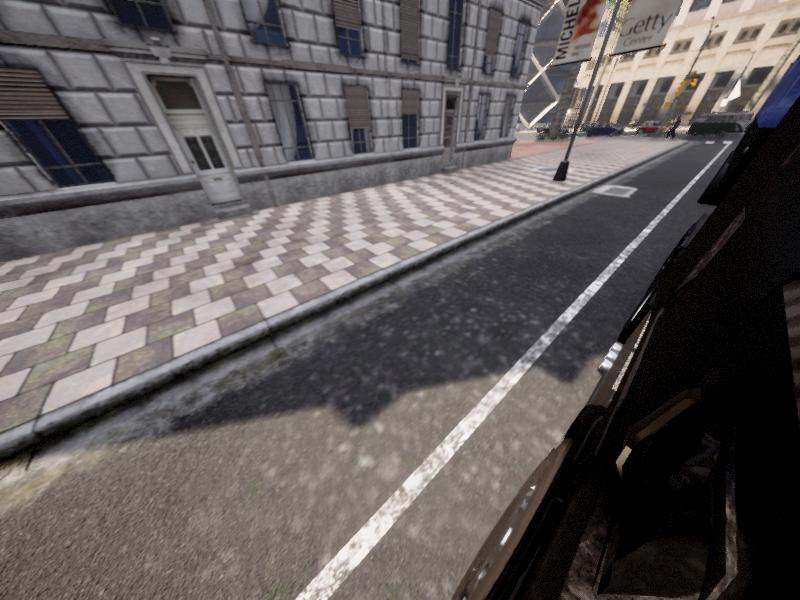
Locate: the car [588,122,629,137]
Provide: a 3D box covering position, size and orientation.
[{"bbox_3d":[28.438,-23.364,31.629,1.845,1.501,3.633,-29,44,-31],"label":"car"}]

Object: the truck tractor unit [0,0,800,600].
[{"bbox_3d":[2.645,-0.295,0.351,6.516,4.208,3.053,-28,44,-30],"label":"truck tractor unit"}]

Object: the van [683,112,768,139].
[{"bbox_3d":[32.057,-17.382,23.065,1.775,1.987,4.442,-2,37,1],"label":"van"}]

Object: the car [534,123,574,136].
[{"bbox_3d":[25.541,-28.319,38.419,4.902,1.511,2.128,28,47,35],"label":"car"}]

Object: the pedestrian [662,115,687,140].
[{"bbox_3d":[26.074,-16.405,21.958,0.751,1.860,0.751,-30,45,-31],"label":"pedestrian"}]

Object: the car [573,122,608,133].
[{"bbox_3d":[33.045,-29.959,40.240,1.994,1.385,4.181,-31,45,-32],"label":"car"}]

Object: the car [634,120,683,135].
[{"bbox_3d":[34.053,-22.791,30.554,1.970,1.475,3.806,-28,44,-30],"label":"car"}]

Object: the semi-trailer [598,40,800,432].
[{"bbox_3d":[8.702,-3.609,4.214,14.254,4.402,2.717,-28,44,-30],"label":"semi-trailer"}]
